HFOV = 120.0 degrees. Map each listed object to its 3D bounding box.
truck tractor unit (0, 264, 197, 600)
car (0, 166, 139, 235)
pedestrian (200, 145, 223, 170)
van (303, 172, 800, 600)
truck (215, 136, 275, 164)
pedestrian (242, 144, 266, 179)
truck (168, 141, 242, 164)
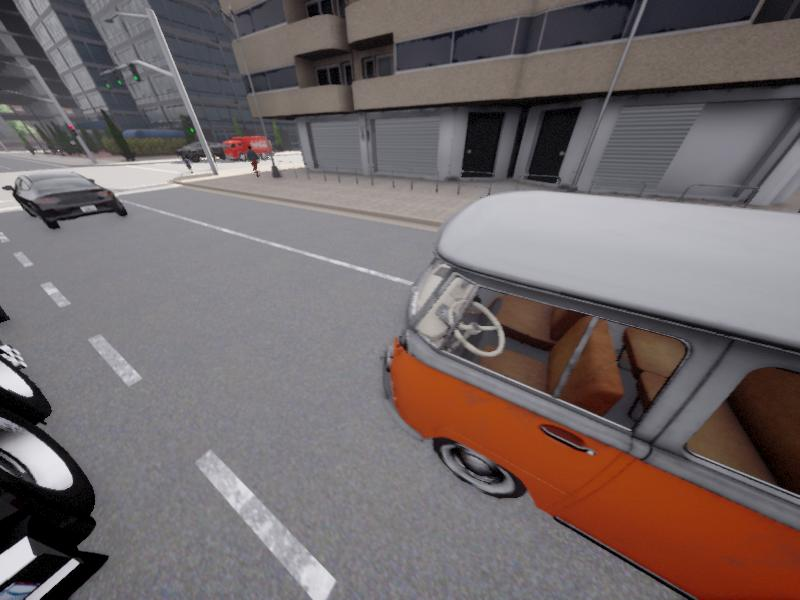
[{"bbox_3d":[-5.112,-0.299,0.777,6.516,4.208,3.053,18,39,24],"label":"truck tractor unit"},{"bbox_3d":[-11.558,-3.595,7.957,4.674,1.442,1.812,18,39,24],"label":"car"},{"bbox_3d":[-16.643,-12.591,20.431,0.751,1.860,0.751,18,39,25],"label":"pedestrian"},{"bbox_3d":[1.910,0.595,1.376,4.442,1.987,1.775,18,39,24],"label":"van"},{"bbox_3d":[-19.177,-18.940,28.961,2.627,2.467,5.204,18,42,25],"label":"truck"},{"bbox_3d":[-9.361,-8.891,14.818,0.751,1.860,0.751,-18,39,-23],"label":"pedestrian"},{"bbox_3d":[-23.681,-18.330,28.519,2.390,2.098,6.274,19,40,25],"label":"truck"}]
